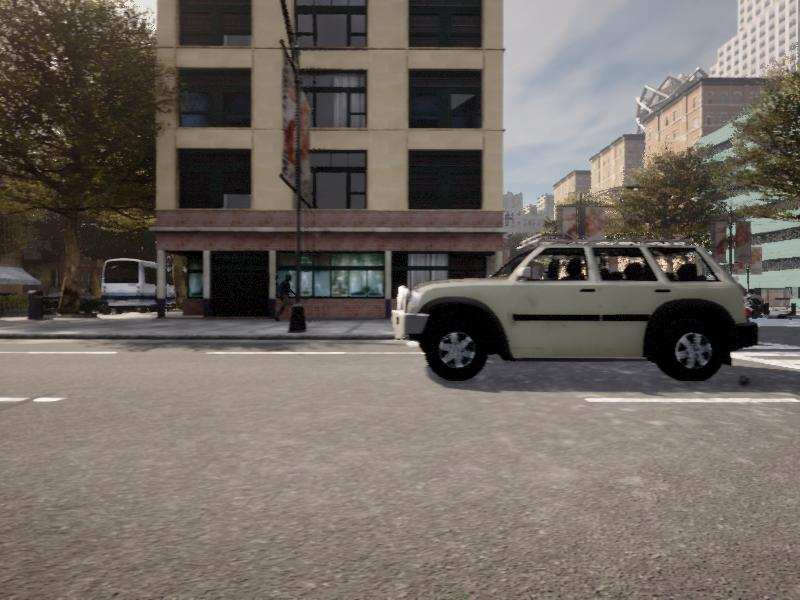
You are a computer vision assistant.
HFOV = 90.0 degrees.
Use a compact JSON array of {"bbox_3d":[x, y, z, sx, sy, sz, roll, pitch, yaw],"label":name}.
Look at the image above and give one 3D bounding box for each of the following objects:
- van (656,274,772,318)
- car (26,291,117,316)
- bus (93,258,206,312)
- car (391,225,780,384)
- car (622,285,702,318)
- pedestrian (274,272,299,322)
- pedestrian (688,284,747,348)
[{"bbox_3d":[19.501,-0.195,25.407,2.351,2.431,6.366,0,0,0],"label":"van"},{"bbox_3d":[-21.933,0.204,27.059,2.128,1.511,4.902,0,0,-1],"label":"car"},{"bbox_3d":[-22.144,-1.167,36.544,3.944,4.253,10.273,0,0,0],"label":"bus"},{"bbox_3d":[2.194,0.055,5.694,4.605,1.855,1.932,0,0,0],"label":"car"},{"bbox_3d":[16.009,0.076,24.797,1.932,1.855,4.605,0,0,0],"label":"car"},{"bbox_3d":[-4.317,-0.122,15.239,0.751,1.860,0.751,0,0,1],"label":"pedestrian"},{"bbox_3d":[6.878,0.326,8.674,0.751,1.300,0.751,0,0,-25],"label":"pedestrian"}]
